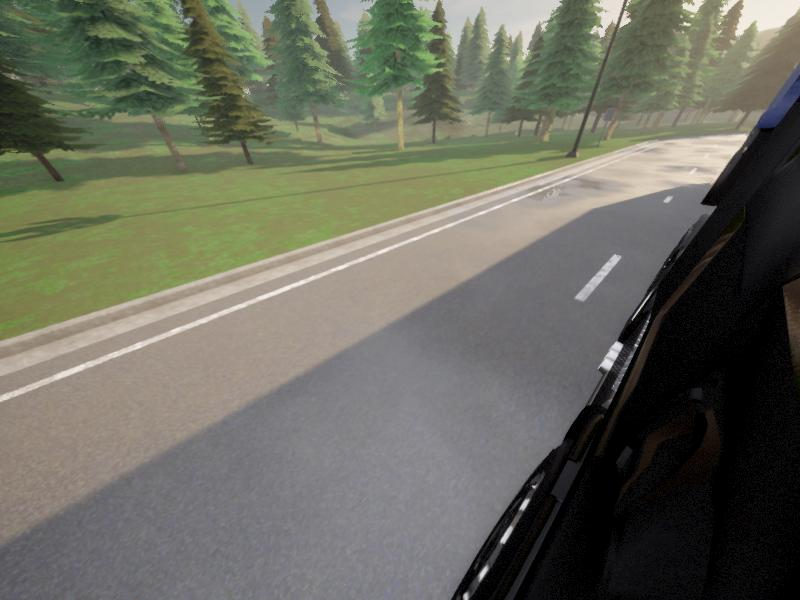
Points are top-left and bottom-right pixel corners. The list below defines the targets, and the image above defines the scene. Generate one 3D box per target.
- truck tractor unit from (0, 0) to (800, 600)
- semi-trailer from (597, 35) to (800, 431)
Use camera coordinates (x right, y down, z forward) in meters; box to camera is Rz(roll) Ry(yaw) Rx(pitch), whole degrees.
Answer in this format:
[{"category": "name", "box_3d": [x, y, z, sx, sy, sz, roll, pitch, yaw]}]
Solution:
[{"category": "truck tractor unit", "box_3d": [2.645, -0.295, 0.352, 6.516, 4.208, 3.053, -28, 44, -30]}, {"category": "semi-trailer", "box_3d": [8.737, -3.580, 4.186, 14.254, 4.402, 2.717, -28, 43, -29]}]
